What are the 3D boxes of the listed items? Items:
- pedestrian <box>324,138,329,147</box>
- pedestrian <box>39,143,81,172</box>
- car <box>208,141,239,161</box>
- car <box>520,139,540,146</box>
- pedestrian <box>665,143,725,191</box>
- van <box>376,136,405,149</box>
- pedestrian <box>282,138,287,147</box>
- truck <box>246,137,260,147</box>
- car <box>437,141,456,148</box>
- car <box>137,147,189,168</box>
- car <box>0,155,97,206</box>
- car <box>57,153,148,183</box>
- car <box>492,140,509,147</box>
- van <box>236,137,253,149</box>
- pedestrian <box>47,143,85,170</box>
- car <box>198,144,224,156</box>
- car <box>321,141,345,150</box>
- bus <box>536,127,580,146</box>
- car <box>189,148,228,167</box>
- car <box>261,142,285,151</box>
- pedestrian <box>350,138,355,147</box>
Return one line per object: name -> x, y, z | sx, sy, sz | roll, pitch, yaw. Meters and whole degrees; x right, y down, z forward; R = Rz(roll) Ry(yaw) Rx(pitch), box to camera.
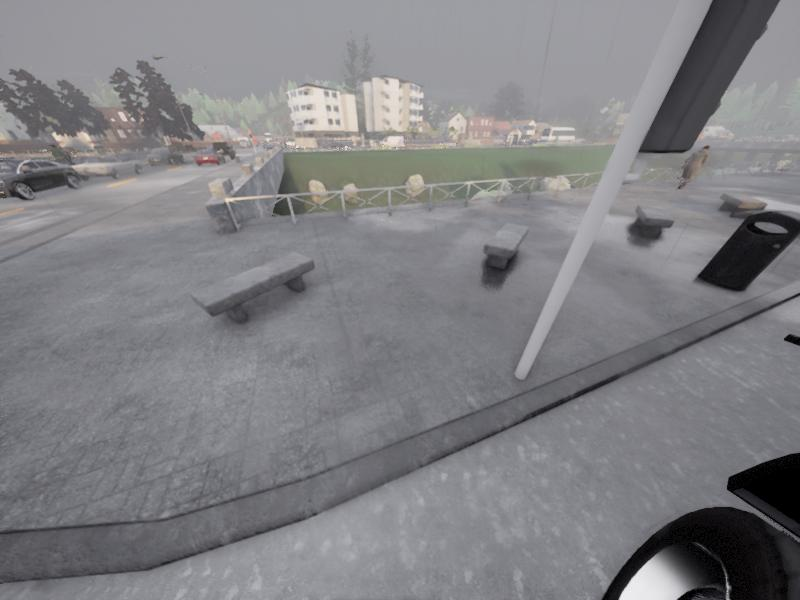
pedestrian -> -17.958, -38.477, 56.549 | 0.751, 1.860, 0.751 | -13, 37, -18
pedestrian -> -26.100, -10.934, 17.760 | 0.751, 1.860, 0.751 | -7, 36, -10
car -> -22.233, -18.922, 29.252 | 1.905, 1.878, 3.866 | -12, 37, -17
car -> 38.747, -47.009, 68.854 | 4.856, 1.649, 2.033 | -12, 37, -17
pedestrian -> 13.719, -6.213, 10.810 | 0.751, 1.860, 0.751 | -13, 37, -17
van -> -2.283, -38.290, 56.106 | 6.366, 2.431, 2.351 | -13, 37, -17
pedestrian -> -31.889, -43.514, 63.791 | 0.751, 1.860, 0.751 | -13, 37, -17
truck -> -47.459, -51.092, 74.538 | 2.627, 2.467, 5.204 | -12, 37, -17
car -> 12.239, -41.026, 60.863 | 4.718, 1.301, 1.895 | -12, 37, -17
car -> -23.789, -14.594, 23.473 | 1.837, 1.490, 4.892 | -12, 37, -17
car -> -17.882, -5.747, 10.874 | 2.128, 1.511, 4.902 | -12, 37, -16
car -> -20.421, -9.378, 16.225 | 1.895, 1.301, 4.718 | -12, 37, -17
car -> 28.713, -44.694, 65.864 | 3.806, 1.475, 1.970 | -12, 37, -17
van -> -41.722, -42.322, 62.102 | 2.351, 2.431, 6.366 | -12, 37, -17
pedestrian -> -27.385, -11.800, 18.997 | 0.751, 1.860, 0.751 | -11, 37, -15
car -> -30.327, -24.228, 37.263 | 2.033, 1.411, 5.357 | -14, 37, -18
car -> -15.125, -35.079, 52.452 | 4.892, 1.490, 1.837 | -12, 37, -17
bus -> 45.714, -47.224, 66.842 | 10.273, 4.253, 3.944 | -12, 37, -17
car -> -19.696, -14.868, 23.940 | 1.994, 1.385, 4.181 | -14, 37, -18
car -> -27.345, -33.049, 49.676 | 3.806, 1.475, 1.970 | -2, 35, -3
pedestrian -> -11.993, -39.815, 58.404 | 0.751, 1.860, 0.751 | -13, 37, -17
